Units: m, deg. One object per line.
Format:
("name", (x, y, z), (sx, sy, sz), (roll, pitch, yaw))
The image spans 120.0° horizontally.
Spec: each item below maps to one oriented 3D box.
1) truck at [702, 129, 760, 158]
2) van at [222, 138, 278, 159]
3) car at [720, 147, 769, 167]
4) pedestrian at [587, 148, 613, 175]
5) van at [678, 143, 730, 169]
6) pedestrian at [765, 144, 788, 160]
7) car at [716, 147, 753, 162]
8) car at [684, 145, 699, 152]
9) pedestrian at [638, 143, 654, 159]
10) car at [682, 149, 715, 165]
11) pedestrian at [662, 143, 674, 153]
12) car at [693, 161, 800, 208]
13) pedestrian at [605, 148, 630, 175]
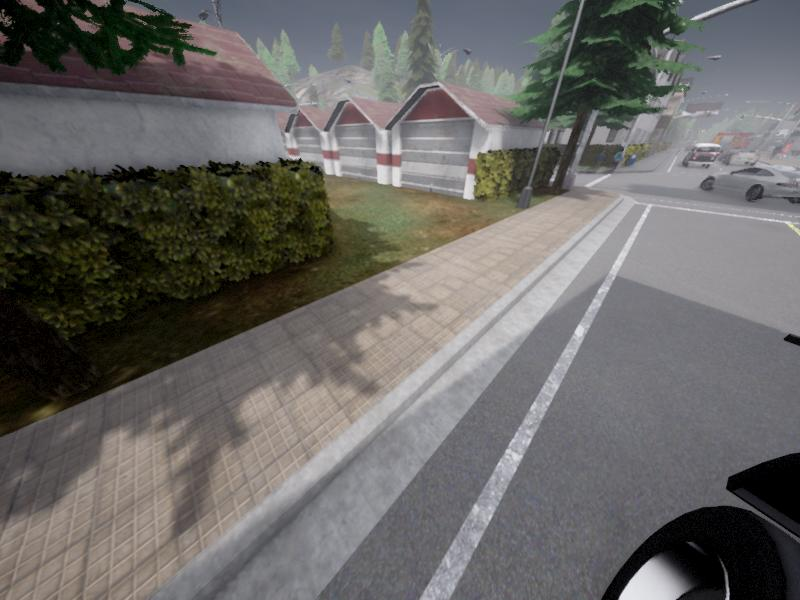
("truck", (55.600, -26.261, 38.808), (8.468, 3.827, 2.891), (-18, 39, -25))
("van", (-22.505, -23.045, 35.035), (6.366, 2.431, 2.351), (-27, 43, -33))
("car", (39.468, -16.534, 26.634), (5.027, 1.651, 2.152), (-29, 44, -35))
("pedestrian", (16.853, -11.709, 19.548), (0.751, 1.860, 0.751), (-13, 37, -18))
("van", (31.075, -14.881, 23.820), (2.069, 2.038, 4.480), (27, 43, 32))
("pedestrian", (50.651, -19.930, 31.092), (0.751, 1.860, 0.751), (-16, 38, -22))
("car", (45.598, -19.926, 31.633), (4.974, 1.542, 2.038), (-29, 44, -36))
("car", (72.528, -37.731, 57.460), (4.892, 1.490, 1.837), (-29, 44, -35))
("pedestrian", (33.254, -20.103, 31.187), (0.751, 1.860, 0.751), (28, 44, 34))
("car", (36.268, -17.474, 28.178), (4.181, 1.385, 1.994), (-29, 45, -35))
("pedestrian", (60.279, -34.303, 52.001), (0.751, 1.860, 0.751), (0, 35, 0))
("car", (18.234, -6.011, 11.722), (1.812, 1.442, 4.674), (9, 37, 13))
("pedestrian", (18.028, -11.538, 19.205), (0.751, 1.860, 0.751), (-28, 44, -34))
